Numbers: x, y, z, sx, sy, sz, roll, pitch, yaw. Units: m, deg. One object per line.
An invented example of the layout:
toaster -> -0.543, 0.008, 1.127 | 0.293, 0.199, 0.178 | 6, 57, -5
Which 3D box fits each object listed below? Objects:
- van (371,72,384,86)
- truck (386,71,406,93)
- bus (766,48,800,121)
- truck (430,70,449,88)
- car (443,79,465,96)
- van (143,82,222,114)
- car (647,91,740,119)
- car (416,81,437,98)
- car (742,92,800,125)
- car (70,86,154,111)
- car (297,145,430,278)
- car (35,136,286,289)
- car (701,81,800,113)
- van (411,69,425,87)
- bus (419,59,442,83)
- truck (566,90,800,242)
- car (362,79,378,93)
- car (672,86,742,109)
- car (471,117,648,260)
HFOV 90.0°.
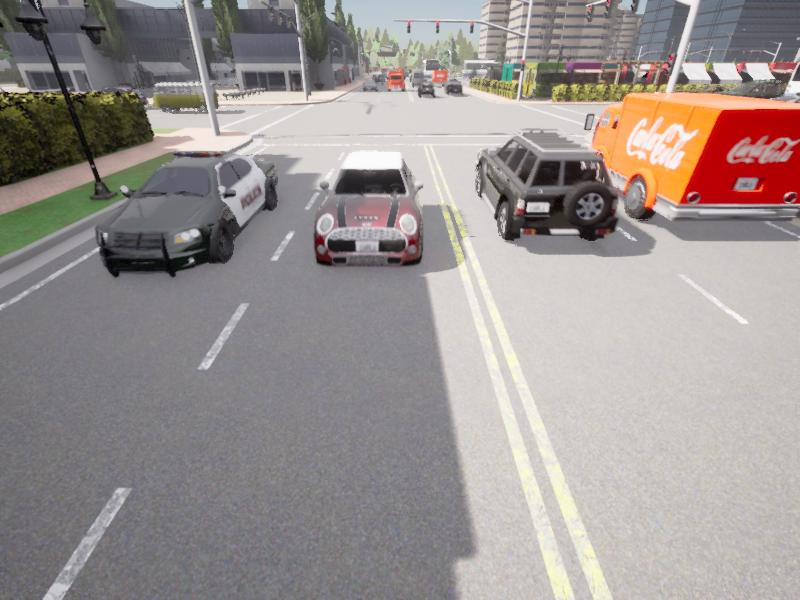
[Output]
van -> -3.999, -39.762, 72.004 | 2.069, 2.038, 4.480 | 0, 30, 0
truck -> -0.509, -29.690, 54.341 | 2.627, 2.467, 5.204 | 0, 30, 0
bus -> 32.206, -14.621, 26.842 | 10.273, 4.253, 3.944 | -2, 30, 0
truck -> 6.503, -36.830, 66.557 | 2.627, 2.467, 5.204 | 0, 30, 0
car -> 6.487, -26.000, 48.855 | 1.930, 1.638, 5.238 | 0, 30, 0
van -> -15.830, -14.815, 29.376 | 4.442, 1.987, 1.775 | -1, 30, -3
car -> 19.792, -13.243, 27.152 | 4.514, 1.525, 2.007 | -1, 30, -1
car -> 2.985, -24.135, 45.780 | 2.007, 1.525, 4.514 | 0, 30, 0
car -> 24.322, -11.580, 24.197 | 5.238, 1.638, 1.930 | 0, 30, -2
car -> -23.088, -16.288, 32.247 | 4.856, 1.649, 2.033 | 0, 31, -1
car -> -0.533, -1.971, 7.913 | 1.970, 1.475, 3.806 | 0, 30, 0
car -> -4.035, -2.099, 8.073 | 2.038, 1.542, 4.974 | 0, 30, 0
car -> 26.549, -15.317, 30.189 | 5.566, 2.045, 2.150 | -1, 30, -1
van -> 3.002, -37.464, 67.533 | 1.988, 2.561, 5.915 | 0, 30, 0
bus -> 6.382, -48.923, 85.471 | 3.944, 4.253, 10.273 | 0, 30, 0
truck -> 6.467, -3.520, 9.579 | 2.627, 2.467, 5.204 | 0, 30, 0
car -> -4.005, -28.817, 53.863 | 1.812, 1.442, 4.674 | 0, 30, 0
car -> 25.447, -16.882, 33.300 | 3.988, 1.617, 1.851 | -1, 30, -1
car -> 2.967, -2.709, 8.787 | 1.932, 1.855, 4.605 | 0, 31, 0
